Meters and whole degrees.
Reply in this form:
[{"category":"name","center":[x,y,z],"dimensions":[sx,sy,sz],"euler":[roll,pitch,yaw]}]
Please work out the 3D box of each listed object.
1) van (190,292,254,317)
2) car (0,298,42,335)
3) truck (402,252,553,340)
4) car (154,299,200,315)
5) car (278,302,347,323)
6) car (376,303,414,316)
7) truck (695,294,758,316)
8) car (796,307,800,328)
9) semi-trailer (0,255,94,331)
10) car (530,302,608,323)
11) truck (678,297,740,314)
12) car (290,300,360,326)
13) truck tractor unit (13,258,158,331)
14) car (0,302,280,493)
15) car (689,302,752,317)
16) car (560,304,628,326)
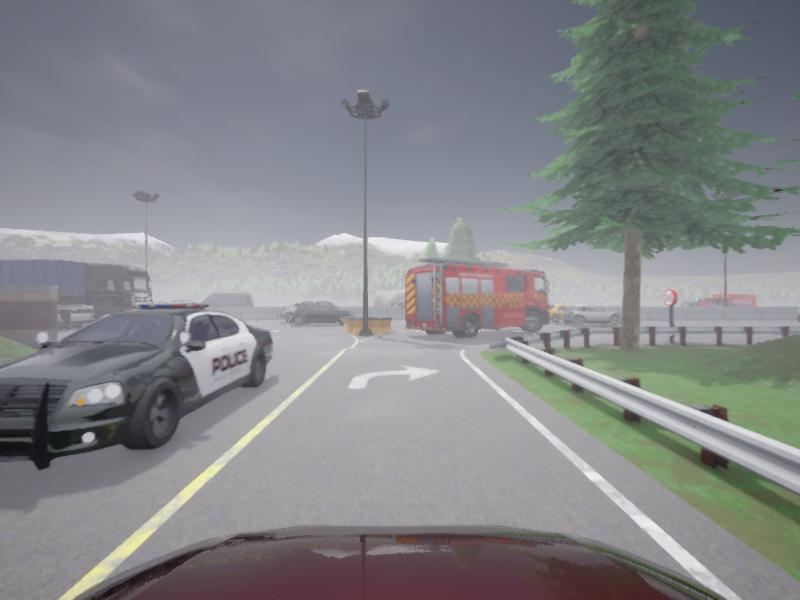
[{"category":"van","center":[-18.665,0.504,42.167],"dimensions":[5.915,2.561,1.988],"euler":[0,0,0]},{"category":"car","center":[-21.754,0.838,21.176],"dimensions":[3.866,1.878,1.905],"euler":[0,0,0]},{"category":"truck","center":[4.368,-0.138,21.126],"dimensions":[8.468,3.827,2.891],"euler":[0,-1,-38]},{"category":"car","center":[-27.378,0.832,49.194],"dimensions":[4.605,1.855,1.932],"euler":[0,0,0]},{"category":"car","center":[-6.816,0.965,31.615],"dimensions":[5.027,1.651,2.152],"euler":[0,0,0]},{"category":"car","center":[-0.554,1.032,45.586],"dimensions":[4.193,1.474,1.816],"euler":[0,0,0]},{"category":"truck","center":[37.410,0.536,45.906],"dimensions":[5.204,2.467,2.627],"euler":[1,0,-4]},{"category":"car","center":[27.513,1.125,24.470],"dimensions":[4.718,1.301,1.895],"euler":[0,0,0]},{"category":"semi-trailer","center":[-27.013,-0.427,24.621],"dimensions":[14.254,4.402,2.717],"euler":[0,0,0]},{"category":"car","center":[13.235,0.982,31.529],"dimensions":[5.366,1.575,1.801],"euler":[0,0,0]},{"category":"truck","center":[40.335,0.710,52.416],"dimensions":[6.274,2.098,2.390],"euler":[0,0,0]},{"category":"car","center":[-5.179,0.879,28.109],"dimensions":[4.553,1.767,2.097],"euler":[0,0,0]},{"category":"truck tractor unit","center":[-19.099,-0.334,24.655],"dimensions":[6.516,4.208,3.053],"euler":[0,0,0]},{"category":"car","center":[-3.503,0.825,5.794],"dimensions":[2.038,1.542,4.974],"euler":[0,0,0]},{"category":"car","center":[33.508,1.009,41.946],"dimensions":[4.902,1.511,2.128],"euler":[0,0,0]},{"category":"car","center":[13.512,1.036,28.028],"dimensions":[3.806,1.475,1.970],"euler":[0,0,0]}]
